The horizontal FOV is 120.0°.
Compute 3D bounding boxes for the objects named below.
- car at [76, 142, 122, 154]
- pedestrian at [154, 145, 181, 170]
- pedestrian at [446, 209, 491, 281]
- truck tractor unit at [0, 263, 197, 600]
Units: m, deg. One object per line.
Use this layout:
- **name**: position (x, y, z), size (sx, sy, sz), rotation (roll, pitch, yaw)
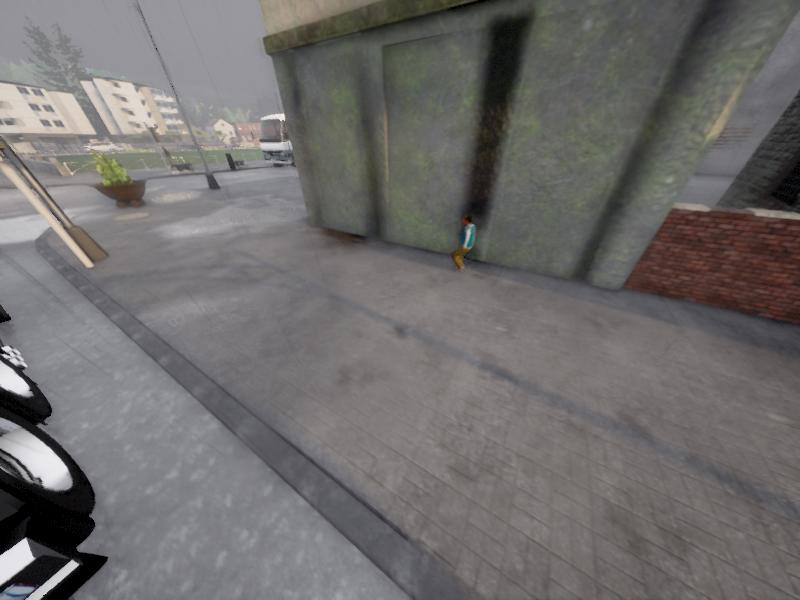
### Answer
- **car**: position (-66.587, -33.789, 51.254), size (2.150, 2.045, 5.566), rotation (18, 39, 24)
- **pedestrian**: position (-20.852, -12.828, 20.755), size (0.751, 1.860, 0.751), rotation (12, 37, 18)
- **pedestrian**: position (1.241, -1.006, 4.248), size (0.500, 1.100, 0.500), rotation (18, 39, 25)
- **truck tractor unit**: position (-5.109, -0.303, 0.781), size (6.516, 4.208, 3.053), rotation (18, 39, 24)
